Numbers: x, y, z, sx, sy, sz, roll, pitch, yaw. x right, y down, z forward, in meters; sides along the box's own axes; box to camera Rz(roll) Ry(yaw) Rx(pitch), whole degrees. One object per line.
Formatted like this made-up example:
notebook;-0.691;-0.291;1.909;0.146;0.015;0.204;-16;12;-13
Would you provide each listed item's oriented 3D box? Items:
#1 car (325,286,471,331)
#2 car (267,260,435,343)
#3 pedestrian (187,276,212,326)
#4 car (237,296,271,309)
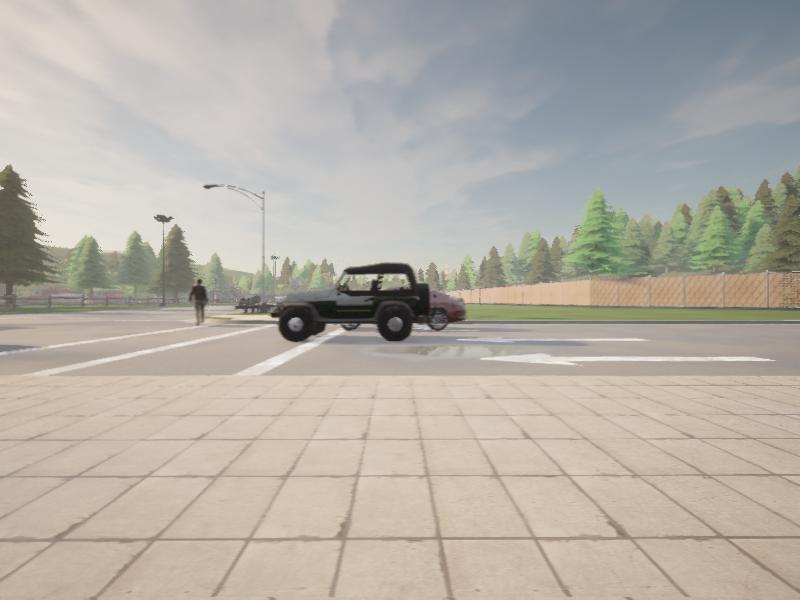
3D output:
car;-0.051;0.270;13.708;4.674;1.442;1.812;0;0;0
car;-1.128;0.043;10.200;3.866;1.878;1.905;-1;0;0
pedestrian;-7.713;0.036;15.450;0.751;1.860;0.751;0;0;-17
car;-17.675;0.244;48.736;1.837;1.490;4.892;0;0;8
